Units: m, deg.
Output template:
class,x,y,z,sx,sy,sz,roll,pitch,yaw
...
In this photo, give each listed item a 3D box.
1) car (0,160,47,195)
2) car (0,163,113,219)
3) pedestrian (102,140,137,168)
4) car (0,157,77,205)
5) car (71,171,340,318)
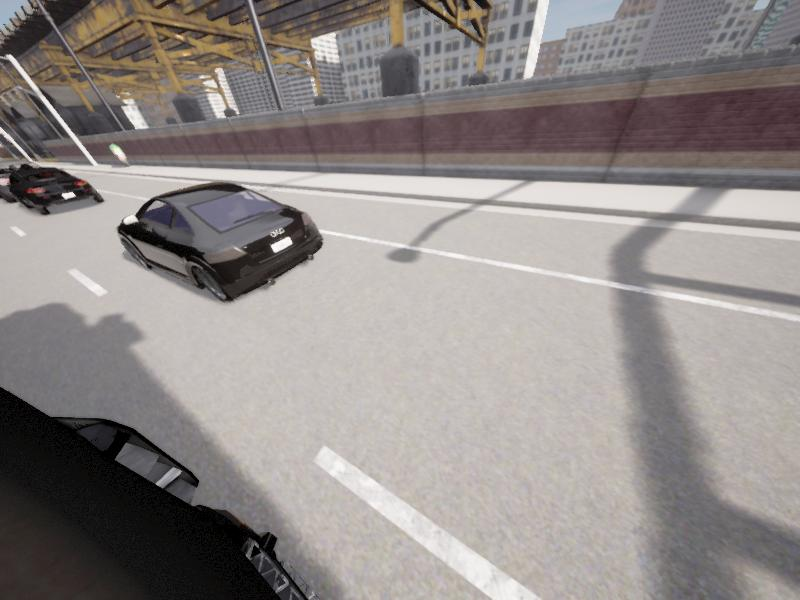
class,x,y,z,sx,sy,sz,roll,pitch,yaw
car,-26.034,-8.100,15.107,4.902,1.511,2.128,16,44,25
car,-14.588,-4.686,9.635,4.674,1.442,1.812,16,44,25
pedestrian,-22.656,-11.785,18.690,0.751,1.860,0.751,17,44,25
car,-20.120,-6.411,12.218,4.611,1.667,2.242,16,44,25
car,-3.554,-1.392,4.365,4.181,1.385,1.994,16,44,25
